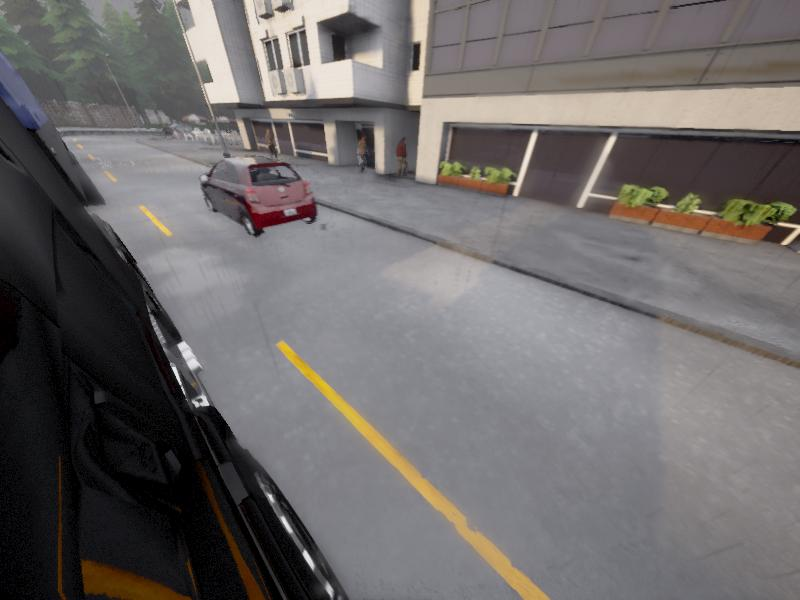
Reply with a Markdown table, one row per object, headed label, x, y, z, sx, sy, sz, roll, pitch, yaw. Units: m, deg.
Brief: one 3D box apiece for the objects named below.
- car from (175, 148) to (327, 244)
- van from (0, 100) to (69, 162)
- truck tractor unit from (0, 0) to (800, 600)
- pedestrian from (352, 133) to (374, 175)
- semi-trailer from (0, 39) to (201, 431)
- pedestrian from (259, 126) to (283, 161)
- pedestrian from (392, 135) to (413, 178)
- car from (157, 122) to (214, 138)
| label | x | y | z | sx | sy | sz | roll | pitch | yaw |
| --- | --- | --- | --- | --- | --- | --- | --- | --- | --- |
| car | -3.944 | -2.985 | 6.171 | 3.633 | 1.501 | 1.845 | 28 | 43 | 30 |
| van | -22.013 | -9.891 | 13.420 | 5.915 | 2.561 | 1.988 | 28 | 43 | 30 |
| truck tractor unit | -2.645 | -0.295 | 0.352 | 6.516 | 4.208 | 3.053 | 28 | 44 | 30 |
| pedestrian | -1.978 | -7.850 | 12.447 | 0.751 | 1.860 | 0.751 | 23 | 41 | 24 |
| semi-trailer | -8.677 | -3.611 | 4.260 | 14.254 | 4.402 | 2.717 | 28 | 43 | 30 |
| pedestrian | -8.546 | -10.378 | 15.380 | 0.751 | 1.860 | 0.751 | 32 | 45 | 33 |
| pedestrian | 0.097 | -7.562 | 12.204 | 0.751 | 1.860 | 0.751 | -24 | 44 | -31 |
| car | -29.446 | -23.412 | 31.940 | 1.930 | 1.638 | 5.238 | 22 | 40 | 25 |
